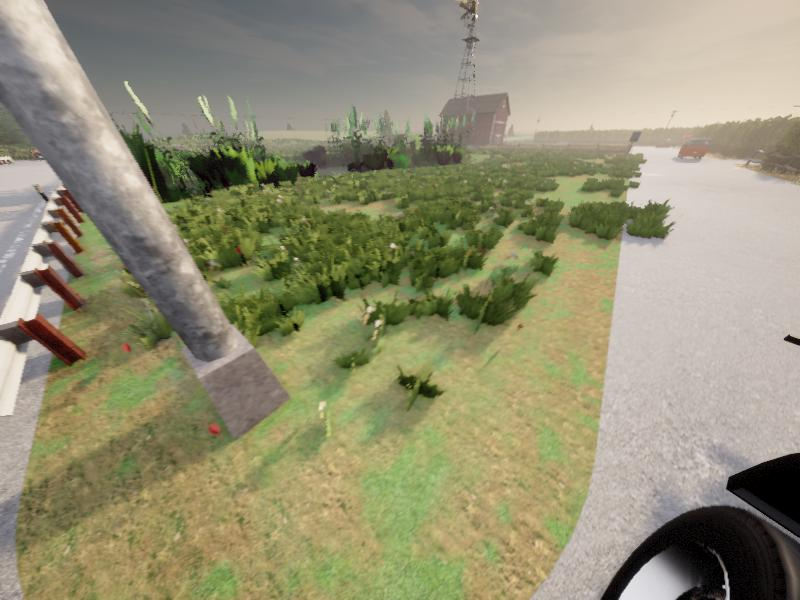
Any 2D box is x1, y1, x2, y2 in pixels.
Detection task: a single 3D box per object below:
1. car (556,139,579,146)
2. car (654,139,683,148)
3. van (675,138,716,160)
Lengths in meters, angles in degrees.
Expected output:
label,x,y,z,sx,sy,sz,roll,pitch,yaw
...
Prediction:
label,x,y,z,sx,sy,sz,roll,pitch,yaw
car,47.488,-44.696,65.567,4.974,1.542,2.038,25,43,32
car,61.268,-35.791,52.792,4.611,1.667,2.242,-13,37,-17
van,33.918,-17.465,26.651,1.775,1.987,4.442,25,43,32
